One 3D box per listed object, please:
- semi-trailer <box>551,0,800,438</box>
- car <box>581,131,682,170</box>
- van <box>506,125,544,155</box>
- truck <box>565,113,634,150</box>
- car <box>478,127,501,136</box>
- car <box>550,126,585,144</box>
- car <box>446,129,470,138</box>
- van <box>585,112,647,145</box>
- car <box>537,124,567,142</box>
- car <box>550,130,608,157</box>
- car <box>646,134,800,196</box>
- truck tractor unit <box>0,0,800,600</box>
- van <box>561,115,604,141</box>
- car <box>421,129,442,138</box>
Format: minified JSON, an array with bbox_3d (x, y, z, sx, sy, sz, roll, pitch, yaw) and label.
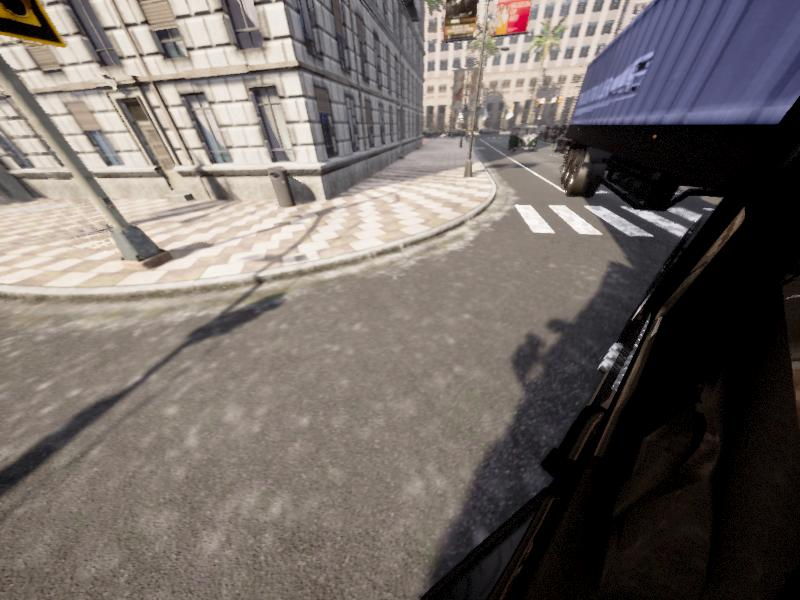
[{"bbox_3d":[6.530,-4.502,5.600,2.717,4.402,14.254,14,40,20],"label":"semi-trailer"},{"bbox_3d":[12.821,-8.711,13.312,2.007,1.525,4.514,5,37,10],"label":"car"},{"bbox_3d":[11.136,-14.639,21.010,1.775,1.987,4.442,5,37,10],"label":"van"},{"bbox_3d":[18.608,-16.068,22.061,2.627,2.467,5.204,5,37,10],"label":"truck"},{"bbox_3d":[21.487,-40.586,55.700,4.902,1.511,2.128,5,37,11],"label":"car"},{"bbox_3d":[20.008,-19.838,27.771,1.851,1.617,3.988,5,37,10],"label":"car"},{"bbox_3d":[13.245,-38.105,52.920,4.674,1.442,1.812,22,43,30],"label":"car"},{"bbox_3d":[22.950,-18.501,25.005,1.988,2.561,5.915,5,37,10],"label":"van"},{"bbox_3d":[21.247,-23.650,32.596,1.932,1.855,4.605,5,37,10],"label":"car"},{"bbox_3d":[14.117,-12.730,18.667,1.837,1.490,4.892,5,37,10],"label":"car"},{"bbox_3d":[11.635,-5.013,8.406,1.845,1.501,3.633,5,37,10],"label":"car"},{"bbox_3d":[2.645,-0.295,0.351,6.516,4.208,3.053,-28,44,-30],"label":"truck tractor unit"},{"bbox_3d":[24.618,-23.453,31.568,1.988,2.561,5.915,5,37,10],"label":"van"},{"bbox_3d":[7.932,-41.858,58.139,5.238,1.638,1.930,5,37,11],"label":"car"}]
